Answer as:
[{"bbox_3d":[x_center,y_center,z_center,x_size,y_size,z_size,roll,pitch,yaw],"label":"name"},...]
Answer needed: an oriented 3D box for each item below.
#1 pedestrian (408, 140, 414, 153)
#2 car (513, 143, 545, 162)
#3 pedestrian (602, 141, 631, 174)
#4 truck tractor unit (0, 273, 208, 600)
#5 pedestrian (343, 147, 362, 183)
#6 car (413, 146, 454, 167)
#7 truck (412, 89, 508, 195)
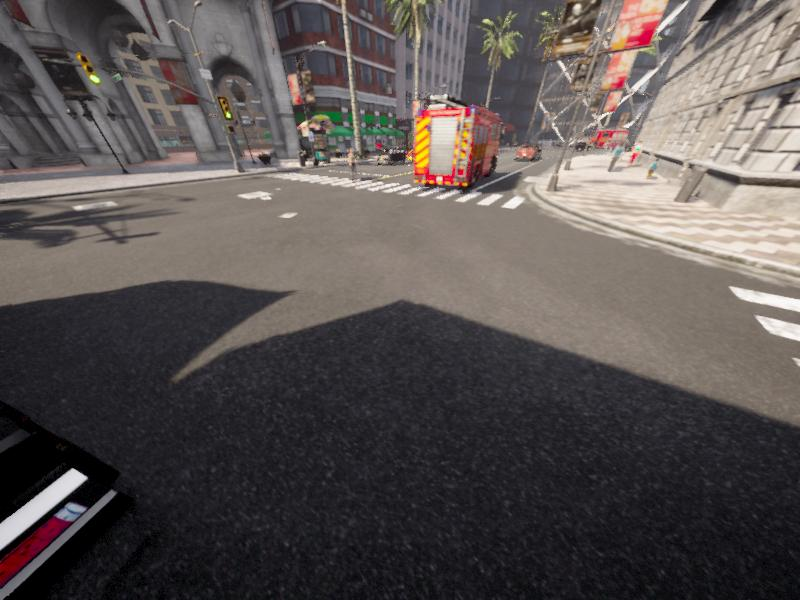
[{"bbox_3d":[1.819,-25.890,39.009,0.751,1.860,0.751,22,41,29],"label":"pedestrian"},{"bbox_3d":[15.810,-18.065,28.183,2.152,1.651,5.027,23,41,29],"label":"car"},{"bbox_3d":[14.885,-9.847,15.940,0.751,1.860,0.751,19,40,26],"label":"pedestrian"},{"bbox_3d":[-5.266,-0.103,0.500,6.516,4.208,3.053,11,36,15],"label":"truck tractor unit"},{"bbox_3d":[-2.915,-8.360,14.291,0.751,1.860,0.751,-19,39,-24],"label":"pedestrian"},{"bbox_3d":[3.519,-14.947,23.911,1.801,1.575,5.366,21,41,28],"label":"car"},{"bbox_3d":[3.850,-9.182,13.715,2.891,3.827,8.468,16,38,23],"label":"truck"}]
